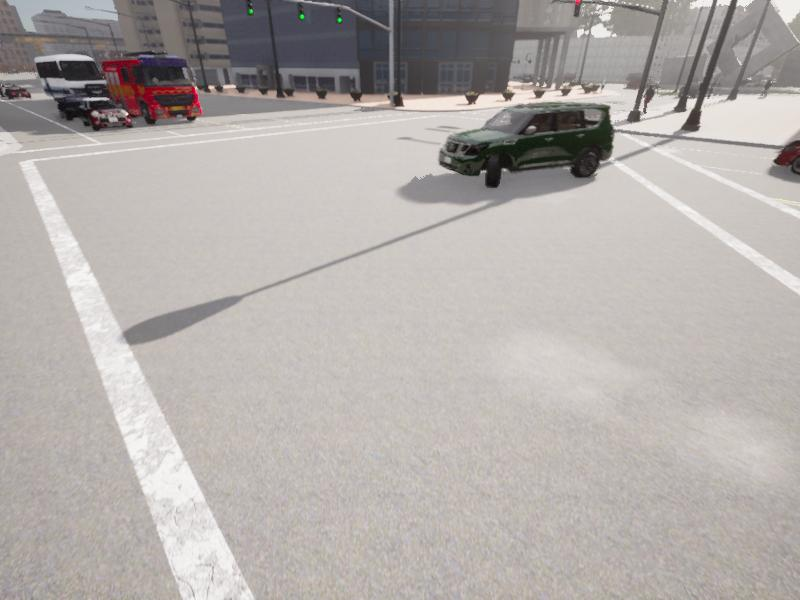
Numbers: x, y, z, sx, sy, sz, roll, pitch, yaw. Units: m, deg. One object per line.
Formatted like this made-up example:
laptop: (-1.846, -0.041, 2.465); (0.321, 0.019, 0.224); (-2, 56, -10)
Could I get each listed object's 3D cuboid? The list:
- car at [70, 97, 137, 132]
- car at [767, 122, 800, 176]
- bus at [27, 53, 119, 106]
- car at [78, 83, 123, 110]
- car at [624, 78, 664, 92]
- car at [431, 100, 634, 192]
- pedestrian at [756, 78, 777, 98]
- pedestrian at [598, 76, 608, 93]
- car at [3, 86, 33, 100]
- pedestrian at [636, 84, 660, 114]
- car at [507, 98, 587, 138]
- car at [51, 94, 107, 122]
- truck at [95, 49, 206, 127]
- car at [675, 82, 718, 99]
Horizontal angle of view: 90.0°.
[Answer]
car: (-16.722, -10.508, 22.525); (1.970, 1.475, 3.806); (-26, 39, -38)
car: (14.591, -4.561, 12.516); (1.994, 1.385, 4.181); (-27, 39, -37)
bus: (-33.195, -22.312, 40.506); (10.273, 4.253, 3.944); (23, 37, 35)
car: (-26.164, -17.826, 34.952); (3.866, 1.878, 1.905); (26, 39, 38)
car: (37.469, -33.189, 61.641); (2.152, 1.651, 5.027); (-9, 32, -15)
car: (3.960, -4.894, 12.360); (5.566, 2.045, 2.150); (-11, 31, -18)
pedestrian: (39.570, -22.867, 43.185); (0.751, 1.860, 0.751); (-7, 31, -13)
pedestrian: (25.068, -26.593, 49.423); (0.751, 1.860, 0.751); (12, 32, 19)
car: (-46.243, -25.091, 48.408); (1.994, 1.385, 4.181); (-27, 39, -38)
pedestrian: (17.268, -13.987, 27.838); (0.751, 1.860, 0.751); (-25, 39, -36)
car: (7.610, -9.754, 21.269); (1.816, 1.474, 4.193); (-8, 31, -13)
car: (-21.619, -12.936, 26.889); (1.994, 1.385, 4.181); (-26, 39, -37)
truck: (-16.137, -13.696, 25.709); (2.891, 3.827, 8.468); (-27, 39, -38)
car: (33.832, -23.905, 45.611); (4.892, 1.490, 1.837); (-18, 35, -28)
